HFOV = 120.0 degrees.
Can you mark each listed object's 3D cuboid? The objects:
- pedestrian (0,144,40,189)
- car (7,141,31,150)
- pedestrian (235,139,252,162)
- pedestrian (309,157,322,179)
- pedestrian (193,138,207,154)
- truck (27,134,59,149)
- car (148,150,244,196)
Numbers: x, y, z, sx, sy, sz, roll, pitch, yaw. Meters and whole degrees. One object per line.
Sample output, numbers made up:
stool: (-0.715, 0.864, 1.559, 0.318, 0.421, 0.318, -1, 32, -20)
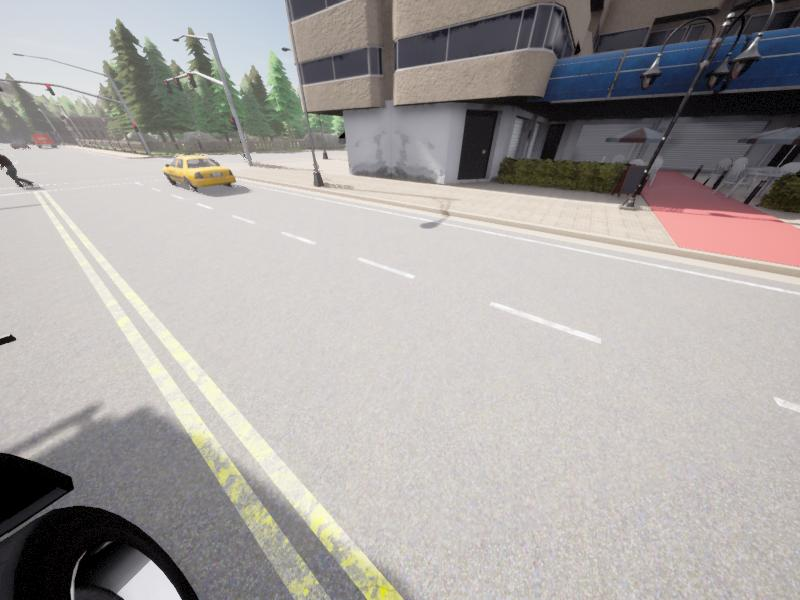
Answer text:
pedestrian: (-19.616, -6.680, 11.596, 0.751, 1.860, 0.751, -29, 45, -35)
car: (-76.179, -30.997, 46.203, 4.181, 1.385, 1.994, 23, 41, 28)
pedestrian: (-14.869, -14.258, 22.036, 0.751, 1.860, 0.751, -14, 38, -20)
pedestrian: (-5.114, -7.980, 13.948, 0.500, 1.100, 0.500, -12, 37, -17)
pedestrian: (-27.699, -21.351, 32.015, 0.751, 1.860, 0.751, 28, 44, 33)
truck: (-76.984, -34.249, 49.851, 5.204, 2.467, 2.627, 22, 41, 28)
car: (-10.857, -6.867, 12.221, 5.366, 1.575, 1.801, 22, 41, 28)
